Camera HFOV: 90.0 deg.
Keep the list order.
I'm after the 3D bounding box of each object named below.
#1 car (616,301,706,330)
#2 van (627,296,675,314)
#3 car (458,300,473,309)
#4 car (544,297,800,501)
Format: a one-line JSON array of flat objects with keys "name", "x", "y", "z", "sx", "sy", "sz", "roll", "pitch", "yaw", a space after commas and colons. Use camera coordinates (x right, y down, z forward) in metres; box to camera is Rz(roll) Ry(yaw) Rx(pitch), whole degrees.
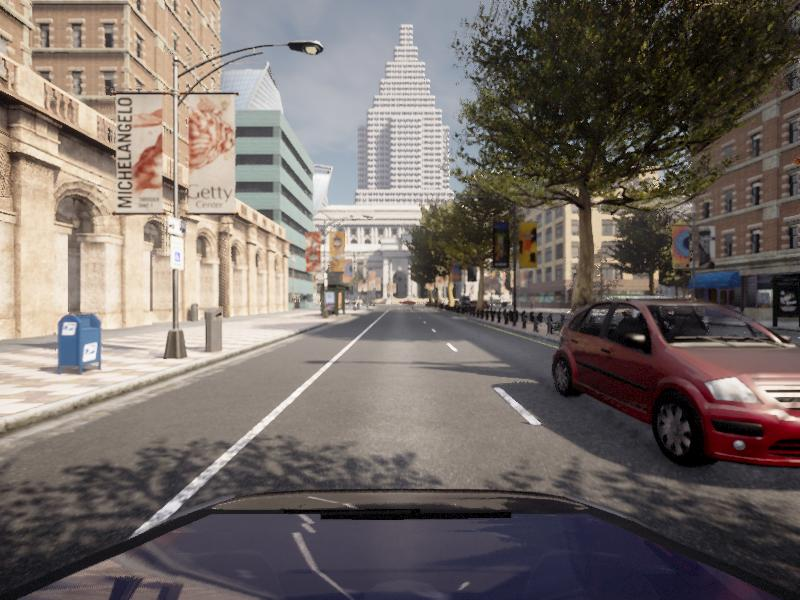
[{"name": "car", "x": 14.988, "y": 0.818, "z": 23.399, "sx": 2.038, "sy": 1.542, "sz": 4.974, "roll": 0, "pitch": 0, "yaw": 0}, {"name": "van", "x": 29.500, "y": 0.558, "z": 47.129, "sx": 4.480, "sy": 2.038, "sz": 2.069, "roll": 0, "pitch": 0, "yaw": -3}, {"name": "car", "x": 11.468, "y": 0.803, "z": 70.046, "sx": 1.882, "sy": 1.535, "sz": 5.008, "roll": 0, "pitch": 0, "yaw": 0}, {"name": "car", "x": 3.495, "y": 0.787, "z": 5.164, "sx": 1.851, "sy": 1.617, "sz": 3.988, "roll": 0, "pitch": 0, "yaw": 0}]
